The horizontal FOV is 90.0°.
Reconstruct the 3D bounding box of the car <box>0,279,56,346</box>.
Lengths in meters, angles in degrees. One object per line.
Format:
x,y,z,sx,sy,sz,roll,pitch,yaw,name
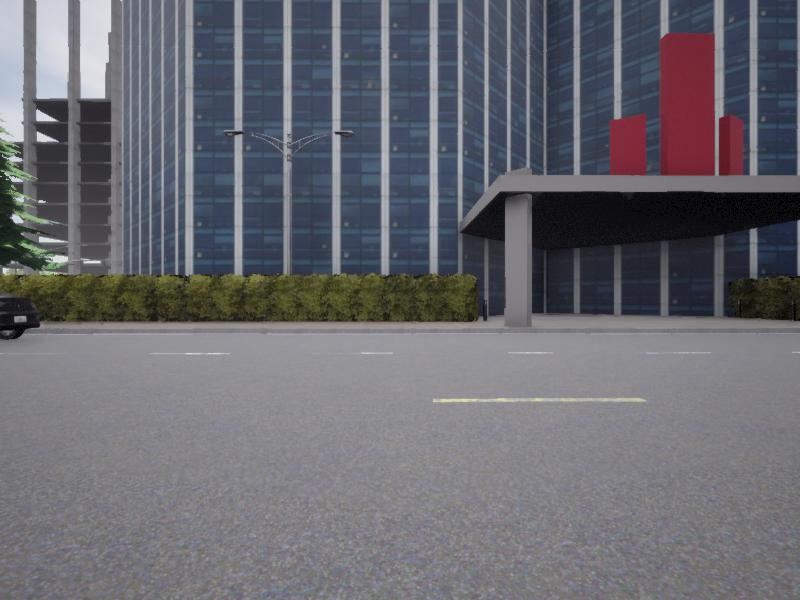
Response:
-10.934,0.270,9.061,4.674,1.442,1.812,0,0,-1,car
